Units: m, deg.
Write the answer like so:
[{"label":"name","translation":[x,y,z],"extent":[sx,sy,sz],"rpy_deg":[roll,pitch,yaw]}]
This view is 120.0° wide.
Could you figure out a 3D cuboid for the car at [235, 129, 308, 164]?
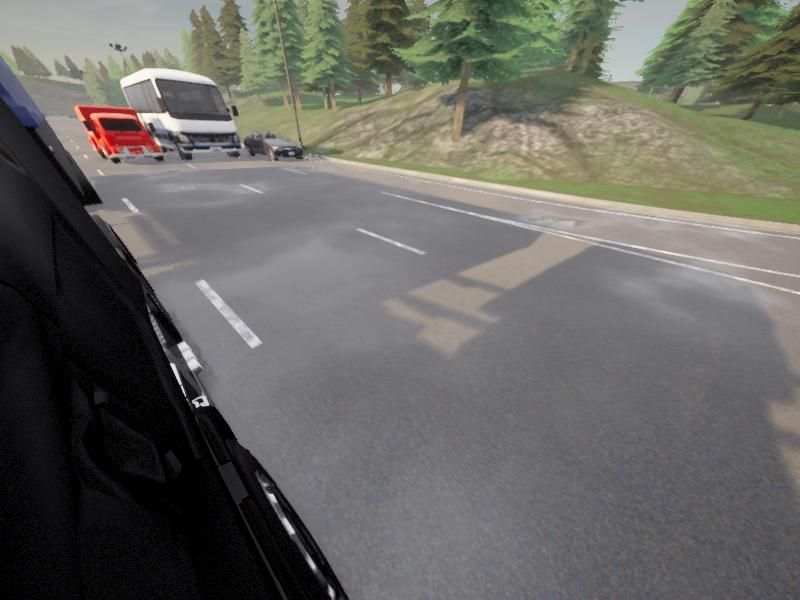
[{"label":"car","translation":[-9.002,-10.839,16.177],"extent":[5.027,1.651,2.152],"rpy_deg":[28,44,30]}]

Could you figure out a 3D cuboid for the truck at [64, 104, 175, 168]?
[{"label":"truck","translation":[-15.669,-9.246,12.957],"extent":[5.204,2.467,2.627],"rpy_deg":[28,44,30]}]

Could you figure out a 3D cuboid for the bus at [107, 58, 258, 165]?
[{"label":"bus","translation":[-14.714,-12.304,15.600],"extent":[10.273,4.253,3.944],"rpy_deg":[28,44,30]}]

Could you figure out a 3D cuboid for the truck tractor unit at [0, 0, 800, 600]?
[{"label":"truck tractor unit","translation":[-2.645,-0.295,0.352],"extent":[6.516,4.208,3.053],"rpy_deg":[28,44,30]}]

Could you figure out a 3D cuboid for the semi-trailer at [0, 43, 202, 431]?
[{"label":"semi-trailer","translation":[-8.708,-3.594,4.225],"extent":[14.254,4.402,2.717],"rpy_deg":[28,44,30]}]
